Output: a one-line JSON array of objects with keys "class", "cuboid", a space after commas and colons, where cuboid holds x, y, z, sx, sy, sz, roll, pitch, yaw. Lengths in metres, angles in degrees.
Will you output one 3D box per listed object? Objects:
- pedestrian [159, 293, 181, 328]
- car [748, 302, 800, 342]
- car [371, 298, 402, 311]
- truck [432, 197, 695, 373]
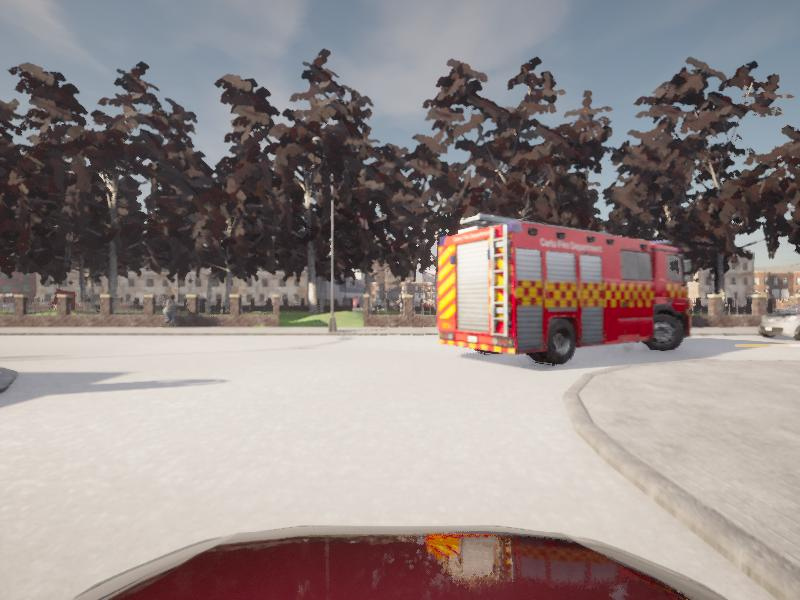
[{"class": "pedestrian", "cuboid": [-12.301, 0.550, 21.439, 0.751, 1.860, 0.751, 0, 0, 0]}, {"class": "car", "cuboid": [16.633, 0.839, 16.144, 3.633, 1.501, 1.845, 0, 0, -1]}, {"class": "car", "cuboid": [-2.005, 0.702, 61.338, 4.605, 1.855, 1.932, 0, 0, 0]}, {"class": "truck", "cuboid": [5.275, -0.312, 12.126, 8.468, 3.827, 2.891, 0, -1, -31]}]
